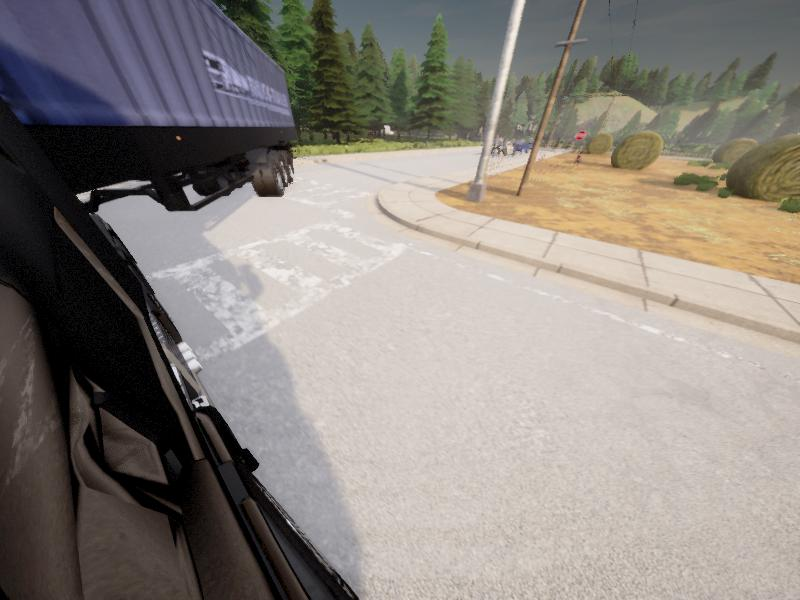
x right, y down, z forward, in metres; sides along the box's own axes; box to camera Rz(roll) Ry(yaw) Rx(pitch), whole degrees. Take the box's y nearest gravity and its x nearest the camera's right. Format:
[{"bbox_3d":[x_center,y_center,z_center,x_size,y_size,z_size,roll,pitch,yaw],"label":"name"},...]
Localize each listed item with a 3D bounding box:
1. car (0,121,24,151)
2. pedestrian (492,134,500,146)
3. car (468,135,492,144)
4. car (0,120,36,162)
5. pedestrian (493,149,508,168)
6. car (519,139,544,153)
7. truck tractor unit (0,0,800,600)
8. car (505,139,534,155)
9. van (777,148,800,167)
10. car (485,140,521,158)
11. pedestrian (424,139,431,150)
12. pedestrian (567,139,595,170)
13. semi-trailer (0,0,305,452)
[{"bbox_3d":[-27.231,-10.883,15.285,4.193,1.474,1.816,25,42,27],"label":"car"},{"bbox_3d":[17.357,-28.942,41.768,0.751,1.860,0.751,17,39,19],"label":"pedestrian"},{"bbox_3d":[17.872,-36.094,51.908,4.514,1.525,2.007,30,44,31],"label":"car"},{"bbox_3d":[-22.183,-8.568,12.341,4.611,1.667,2.242,25,42,27],"label":"car"},{"bbox_3d":[7.064,-9.962,16.299,0.500,1.100,0.500,-28,46,-34],"label":"pedestrian"},{"bbox_3d":[20.294,-23.747,35.566,2.007,1.525,4.514,26,43,28],"label":"car"},{"bbox_3d":[-2.645,-0.295,0.351,6.516,4.208,3.053,28,44,30],"label":"truck tractor unit"},{"bbox_3d":[16.077,-20.597,31.064,1.882,1.535,5.008,26,43,28],"label":"car"},{"bbox_3d":[55.279,-18.926,30.890,4.442,1.987,1.775,28,44,30],"label":"van"},{"bbox_3d":[11.940,-17.506,26.662,2.038,1.542,4.974,26,43,28],"label":"car"},{"bbox_3d":[3.287,-18.831,27.951,0.500,1.100,0.500,29,44,31],"label":"pedestrian"},{"bbox_3d":[13.279,-10.687,17.000,0.751,1.860,0.751,-21,43,-28],"label":"pedestrian"},{"bbox_3d":[-5.264,-4.707,5.942,2.717,4.402,14.254,-5,37,-10],"label":"semi-trailer"}]
